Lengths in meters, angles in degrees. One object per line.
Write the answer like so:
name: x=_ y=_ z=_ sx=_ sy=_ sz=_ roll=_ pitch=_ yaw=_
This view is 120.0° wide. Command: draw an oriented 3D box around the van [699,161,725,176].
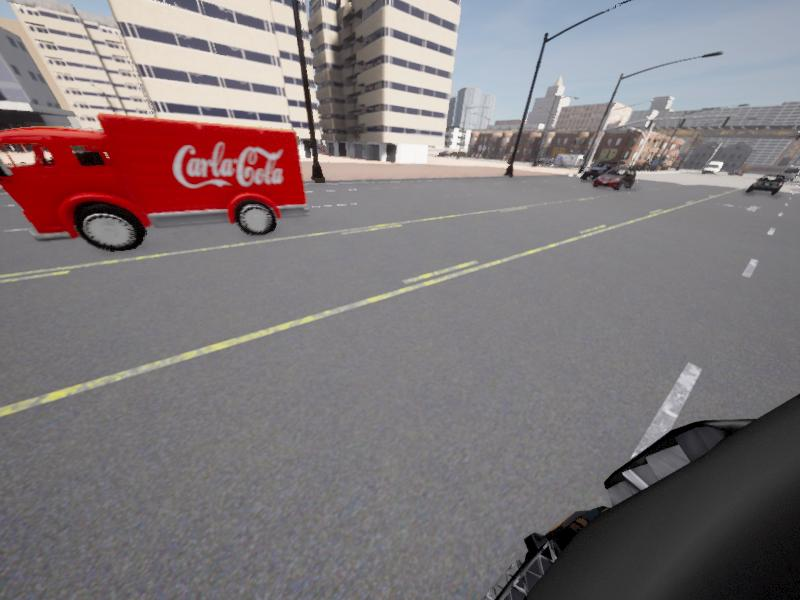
van: x=71.199 y=-29.999 z=52.678 sx=5.915 sy=2.561 sz=1.988 roll=-18 pitch=39 yaw=-29

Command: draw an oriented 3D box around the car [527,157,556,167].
car: x=32.418 y=-31.743 z=53.043 sx=2.128 sy=1.511 sz=4.902 roll=-18 pitch=39 yaw=-29

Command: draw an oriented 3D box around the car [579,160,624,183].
car: x=21.411 y=-13.674 z=24.598 sx=3.866 sy=1.878 sz=1.905 roll=-18 pitch=39 yaw=-28

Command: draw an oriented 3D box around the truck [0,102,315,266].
truck: x=-5.328 y=-2.980 z=5.793 sx=5.204 sy=2.467 sz=2.627 roll=-18 pitch=39 yaw=-29

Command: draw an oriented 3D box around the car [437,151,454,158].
car: x=13.953 y=-44.585 z=70.731 sx=1.930 sy=1.638 sz=5.238 roll=-18 pitch=39 yaw=-29

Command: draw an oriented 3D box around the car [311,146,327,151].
car: x=-28.096 y=-52.599 z=80.104 sx=4.514 sy=1.525 sz=2.007 roll=-20 pitch=40 yaw=-29

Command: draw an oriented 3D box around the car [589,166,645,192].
car: x=18.092 y=-10.158 z=19.291 sx=3.988 sy=1.617 sz=1.851 roll=-18 pitch=39 yaw=-28

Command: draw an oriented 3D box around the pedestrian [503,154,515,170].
pedestrian: x=15.150 y=-19.151 z=32.139 sx=0.751 sy=1.860 sz=0.751 roll=-8 pitch=35 yaw=-16

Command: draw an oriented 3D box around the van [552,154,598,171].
van: x=34.096 y=-27.123 z=45.397 sx=2.351 sy=2.431 sz=6.366 roll=-18 pitch=39 yaw=-29

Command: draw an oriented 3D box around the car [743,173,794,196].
car: x=35.467 y=-11.165 z=22.236 sx=3.988 sy=1.617 sz=1.851 roll=-18 pitch=39 yaw=-28

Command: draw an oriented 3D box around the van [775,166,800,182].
van: x=76.782 y=-24.870 z=45.419 sx=5.915 sy=2.561 sz=1.988 roll=-18 pitch=39 yaw=-28
